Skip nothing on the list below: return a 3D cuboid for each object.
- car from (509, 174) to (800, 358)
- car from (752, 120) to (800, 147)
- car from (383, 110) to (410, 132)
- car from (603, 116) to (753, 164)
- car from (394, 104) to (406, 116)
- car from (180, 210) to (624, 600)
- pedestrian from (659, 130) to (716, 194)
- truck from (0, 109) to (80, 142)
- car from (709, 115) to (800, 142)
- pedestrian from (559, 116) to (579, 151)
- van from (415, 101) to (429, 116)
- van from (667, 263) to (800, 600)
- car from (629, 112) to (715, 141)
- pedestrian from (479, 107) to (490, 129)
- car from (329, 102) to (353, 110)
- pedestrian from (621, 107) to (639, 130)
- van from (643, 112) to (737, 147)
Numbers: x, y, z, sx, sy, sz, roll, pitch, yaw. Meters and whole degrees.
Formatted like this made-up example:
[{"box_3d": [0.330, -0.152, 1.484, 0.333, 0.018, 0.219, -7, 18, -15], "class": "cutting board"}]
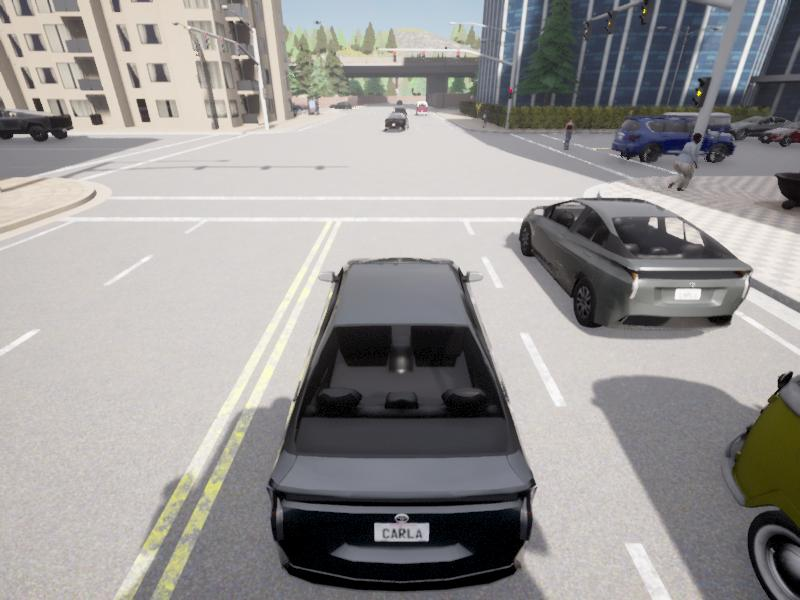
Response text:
[{"box_3d": [3.509, -0.959, 6.813, 2.007, 1.525, 4.514, 0, 27, 0], "class": "car"}, {"box_3d": [26.461, -11.069, 26.549, 4.193, 1.474, 1.816, 0, 27, -1], "class": "car"}, {"box_3d": [-0.286, -17.067, 38.045, 1.930, 1.638, 5.238, 3, 27, 5], "class": "car"}, {"box_3d": [13.688, -8.063, 20.073, 5.566, 2.045, 2.150, 0, 27, -1], "class": "car"}, {"box_3d": [-0.005, -30.465, 64.129, 1.930, 1.638, 5.238, 0, 27, 0], "class": "car"}, {"box_3d": [0.009, 0.401, 4.165, 2.007, 1.525, 4.514, 0, 27, 0], "class": "car"}, {"box_3d": [9.120, -4.399, 12.757, 0.751, 1.860, 0.751, 1, 27, 1], "class": "pedestrian"}, {"box_3d": [-27.517, -12.654, 28.954, 6.274, 2.098, 2.390, 0, 27, -1], "class": "truck"}, {"box_3d": [26.409, -12.734, 29.630, 5.027, 1.651, 2.152, 0, 27, -1], "class": "car"}, {"box_3d": [10.042, -9.894, 23.787, 0.751, 1.860, 0.751, 10, 29, 19], "class": "pedestrian"}, {"box_3d": [3.482, -30.786, 64.322, 2.069, 2.038, 4.480, 0, 27, 0], "class": "van"}, {"box_3d": [3.189, 1.668, 1.194, 1.775, 1.987, 4.442, 2, 27, 3], "class": "van"}, {"box_3d": [19.960, -12.818, 29.512, 4.605, 1.855, 1.932, 0, 27, -1], "class": "car"}, {"box_3d": [7.764, -16.661, 36.628, 0.751, 1.860, 0.751, 7, 28, 13], "class": "pedestrian"}, {"box_3d": [-12.781, -41.885, 86.390, 4.892, 1.490, 1.837, 0, 27, 0], "class": "car"}, {"box_3d": [20.666, -16.304, 35.933, 0.751, 1.860, 0.751, 0, 27, 0], "class": "pedestrian"}, {"box_3d": [18.977, -11.261, 26.364, 4.442, 1.987, 1.775, 0, 27, 0], "class": "van"}]
